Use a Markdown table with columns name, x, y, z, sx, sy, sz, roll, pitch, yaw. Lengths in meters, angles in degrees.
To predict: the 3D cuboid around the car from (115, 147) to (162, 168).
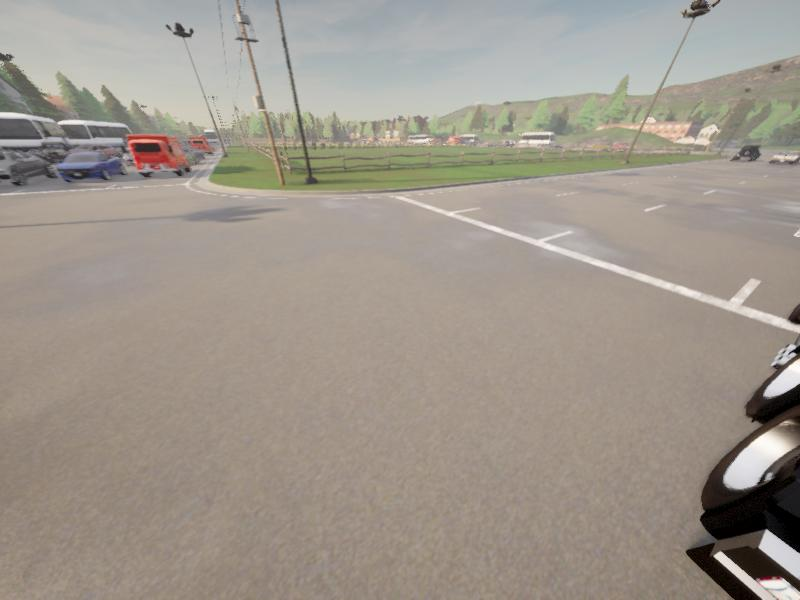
| name | x | y | z | sx | sy | sz | roll | pitch | yaw |
| --- | --- | --- | --- | --- | --- | --- | --- | --- | --- |
| car | -25.631 | -14.164 | 22.841 | 1.970 | 1.475 | 3.806 | -18 | 39 | -25 |

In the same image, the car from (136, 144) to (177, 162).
| name | x | y | z | sx | sy | sz | roll | pitch | yaw |
| --- | --- | --- | --- | --- | --- | --- | --- | --- | --- |
| car | -29.545 | -18.068 | 28.247 | 2.242 | 1.667 | 4.611 | -18 | 39 | -25 |

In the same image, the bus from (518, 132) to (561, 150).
| name | x | y | z | sx | sy | sz | roll | pitch | yaw |
| --- | --- | --- | --- | --- | --- | --- | --- | --- | --- |
| bus | 43.103 | -49.549 | 71.890 | 3.944 | 4.253 | 10.273 | -19 | 39 | -25 |

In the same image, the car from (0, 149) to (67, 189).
| name | x | y | z | sx | sy | sz | roll | pitch | yaw |
| --- | --- | --- | --- | --- | --- | --- | --- | --- | --- |
| car | -23.035 | -7.745 | 13.511 | 2.152 | 1.651 | 5.027 | -18 | 39 | -25 |

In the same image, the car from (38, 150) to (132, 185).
| name | x | y | z | sx | sy | sz | roll | pitch | yaw |
| --- | --- | --- | --- | --- | --- | --- | --- | --- | --- |
| car | -20.116 | -8.804 | 15.133 | 1.882 | 1.535 | 5.008 | -18 | 39 | -25 |

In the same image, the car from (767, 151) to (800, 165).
| name | x | y | z | sx | sy | sz | roll | pitch | yaw |
| --- | --- | --- | --- | --- | --- | --- | --- | --- | --- |
| car | 49.356 | -18.152 | 29.411 | 4.718 | 1.301 | 1.895 | -18 | 39 | -24 |

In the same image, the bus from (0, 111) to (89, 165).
| name | x | y | z | sx | sy | sz | roll | pitch | yaw |
| --- | --- | --- | --- | --- | --- | --- | --- | --- | --- |
| bus | -39.966 | -17.792 | 25.502 | 3.944 | 4.253 | 10.273 | -25 | 42 | -32 |

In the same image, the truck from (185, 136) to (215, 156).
| name | x | y | z | sx | sy | sz | roll | pitch | yaw |
| --- | --- | --- | --- | --- | --- | --- | --- | --- | --- |
| truck | -32.250 | -24.973 | 37.472 | 2.627 | 2.467 | 5.204 | -18 | 38 | -25 |

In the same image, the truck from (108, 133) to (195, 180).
| name | x | y | z | sx | sy | sz | roll | pitch | yaw |
| --- | --- | --- | --- | --- | --- | --- | --- | --- | --- |
| truck | -17.348 | -10.427 | 16.689 | 2.627 | 2.467 | 5.204 | -18 | 38 | -25 |

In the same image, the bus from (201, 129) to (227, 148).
| name | x | y | z | sx | sy | sz | roll | pitch | yaw |
| --- | --- | --- | --- | --- | --- | --- | --- | --- | --- |
| bus | -52.994 | -46.114 | 66.090 | 3.944 | 4.253 | 10.273 | -18 | 39 | -25 |

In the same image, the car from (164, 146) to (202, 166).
| name | x | y | z | sx | sy | sz | roll | pitch | yaw |
| --- | --- | --- | --- | --- | --- | --- | --- | --- | --- |
| car | -22.658 | -15.229 | 24.356 | 2.007 | 1.525 | 4.514 | -18 | 39 | -25 |

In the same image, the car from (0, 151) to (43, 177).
| name | x | y | z | sx | sy | sz | roll | pitch | yaw |
| --- | --- | --- | --- | --- | --- | --- | --- | --- | --- |
| car | -29.342 | -9.908 | 16.783 | 1.994 | 1.385 | 4.181 | -18 | 39 | -24 |

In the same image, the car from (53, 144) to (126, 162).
| name | x | y | z | sx | sy | sz | roll | pitch | yaw |
| --- | --- | --- | --- | --- | --- | --- | --- | --- | --- |
| car | -36.046 | -17.289 | 27.070 | 2.242 | 1.667 | 4.611 | 0 | 35 | -1 |

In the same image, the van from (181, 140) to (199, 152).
| name | x | y | z | sx | sy | sz | roll | pitch | yaw |
| --- | --- | --- | --- | --- | --- | --- | --- | --- | --- |
| van | -44.449 | -32.752 | 48.943 | 1.775 | 1.987 | 4.442 | -18 | 39 | -25 |

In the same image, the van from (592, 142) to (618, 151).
| name | x | y | z | sx | sy | sz | roll | pitch | yaw |
| --- | --- | --- | --- | --- | --- | --- | --- | --- | --- |
| van | 54.770 | -41.116 | 61.863 | 1.775 | 1.987 | 4.442 | -19 | 39 | -25 |

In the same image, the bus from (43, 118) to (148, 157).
| name | x | y | z | sx | sy | sz | roll | pitch | yaw |
| --- | --- | --- | --- | --- | --- | --- | --- | --- | --- |
| bus | -45.289 | -24.640 | 35.297 | 3.944 | 4.253 | 10.273 | -9 | 36 | -13 |

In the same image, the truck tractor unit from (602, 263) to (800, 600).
| name | x | y | z | sx | sy | sz | roll | pitch | yaw |
| --- | --- | --- | --- | --- | --- | --- | --- | --- | --- |
| truck tractor unit | 5.113 | -0.298 | 0.784 | 6.516 | 4.208 | 3.053 | -18 | 39 | -24 |

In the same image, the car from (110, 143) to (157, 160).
| name | x | y | z | sx | sy | sz | roll | pitch | yaw |
| --- | --- | --- | --- | --- | --- | --- | --- | --- | --- |
| car | -35.153 | -19.800 | 30.686 | 2.242 | 1.667 | 4.611 | -12 | 37 | -18 |

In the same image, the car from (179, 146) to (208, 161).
| name | x | y | z | sx | sy | sz | roll | pitch | yaw |
| --- | --- | --- | --- | --- | --- | --- | --- | --- | --- |
| car | -26.527 | -18.942 | 29.795 | 1.994 | 1.385 | 4.181 | -18 | 39 | -25 |

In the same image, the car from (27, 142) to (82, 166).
| name | x | y | z | sx | sy | sz | roll | pitch | yaw |
| --- | --- | --- | --- | --- | --- | --- | --- | --- | --- |
| car | -34.311 | -14.681 | 23.138 | 1.905 | 1.878 | 3.866 | -27 | 43 | -33 |

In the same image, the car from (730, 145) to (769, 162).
| name | x | y | z | sx | sy | sz | roll | pitch | yaw |
| --- | --- | --- | --- | --- | --- | --- | --- | --- | --- |
| car | 48.880 | -20.552 | 32.335 | 3.866 | 1.878 | 1.905 | -18 | 39 | -25 |
